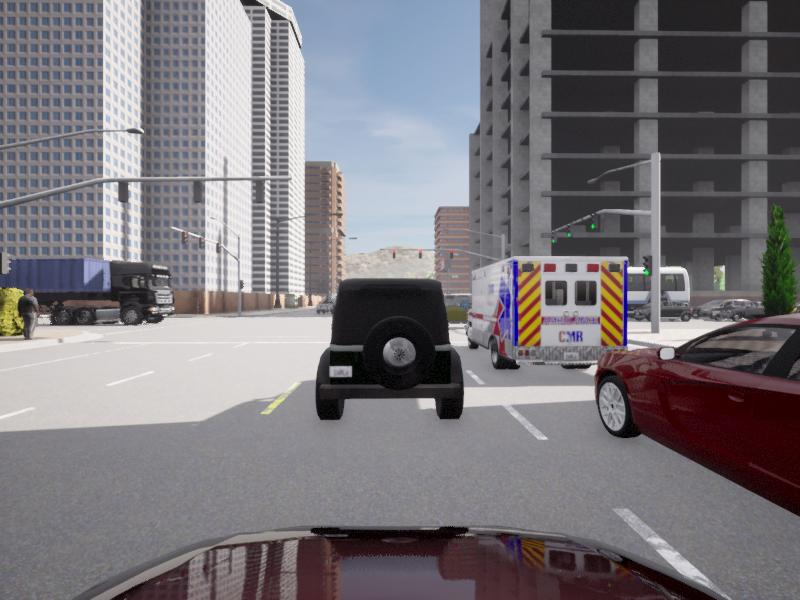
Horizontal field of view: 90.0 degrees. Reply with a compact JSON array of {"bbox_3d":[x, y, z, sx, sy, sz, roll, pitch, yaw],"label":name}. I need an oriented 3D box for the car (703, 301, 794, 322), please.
[{"bbox_3d":[25.877,0.836,29.830,4.902,1.511,2.128,0,0,-1],"label":"car"}]

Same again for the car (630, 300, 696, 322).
[{"bbox_3d":[19.451,0.815,29.711,3.705,1.549,1.789,0,0,-1],"label":"car"}]

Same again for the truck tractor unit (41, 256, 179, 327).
[{"bbox_3d":[-18.260,-0.522,25.549,6.516,4.208,3.053,0,0,0],"label":"truck tractor unit"}]

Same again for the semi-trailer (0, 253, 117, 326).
[{"bbox_3d":[-26.173,-0.618,25.565,14.254,4.402,2.717,0,0,0],"label":"semi-trailer"}]

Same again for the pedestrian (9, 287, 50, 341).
[{"bbox_3d":[-13.168,0.485,14.233,0.751,1.860,0.751,0,0,11],"label":"pedestrian"}]

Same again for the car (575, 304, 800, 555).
[{"bbox_3d":[3.422,0.823,3.069,1.882,1.535,5.008,0,0,-1],"label":"car"}]

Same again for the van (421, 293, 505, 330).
[{"bbox_3d":[3.445,0.598,22.410,4.442,1.987,1.775,0,0,-1],"label":"van"}]

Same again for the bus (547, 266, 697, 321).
[{"bbox_3d":[18.010,-0.535,33.064,10.273,4.253,3.944,0,0,-1],"label":"bus"}]

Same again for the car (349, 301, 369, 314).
[{"bbox_3d":[-4.857,0.853,47.801,1.970,1.475,3.806,0,0,0],"label":"car"}]

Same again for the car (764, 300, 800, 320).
[{"bbox_3d":[33.950,0.801,33.484,5.366,1.575,1.801,0,0,-1],"label":"car"}]

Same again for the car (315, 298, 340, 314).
[{"bbox_3d":[-8.316,0.652,46.420,1.932,1.855,4.605,0,0,1],"label":"car"}]

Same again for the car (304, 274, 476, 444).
[{"bbox_3d":[-0.157,0.646,6.375,1.905,1.878,3.866,0,0,-2],"label":"car"}]

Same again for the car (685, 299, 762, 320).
[{"bbox_3d":[26.870,0.756,33.351,4.611,1.667,2.242,0,0,-1],"label":"car"}]

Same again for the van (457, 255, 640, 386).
[{"bbox_3d":[3.229,0.378,10.624,2.351,2.431,6.366,0,0,-2],"label":"van"}]

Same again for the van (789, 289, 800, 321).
[{"bbox_3d":[33.479,0.378,29.976,6.366,2.431,2.351,0,0,-1],"label":"van"}]
